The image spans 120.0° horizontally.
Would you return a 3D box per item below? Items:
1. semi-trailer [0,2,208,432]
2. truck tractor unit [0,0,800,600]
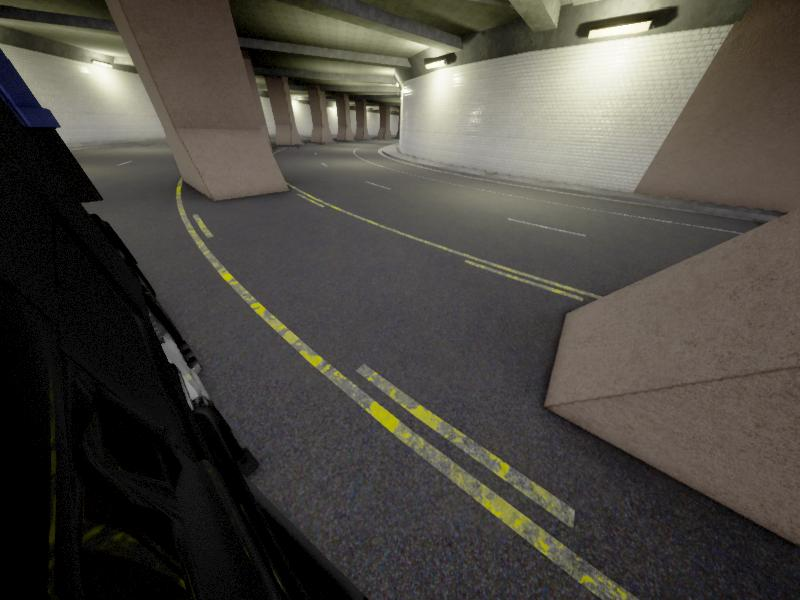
[{"bbox_3d":[-9.061,-3.330,3.834,14.254,4.402,2.717,24,42,26],"label":"semi-trailer"},{"bbox_3d":[-2.645,-0.295,0.351,6.516,4.208,3.053,28,44,30],"label":"truck tractor unit"}]
